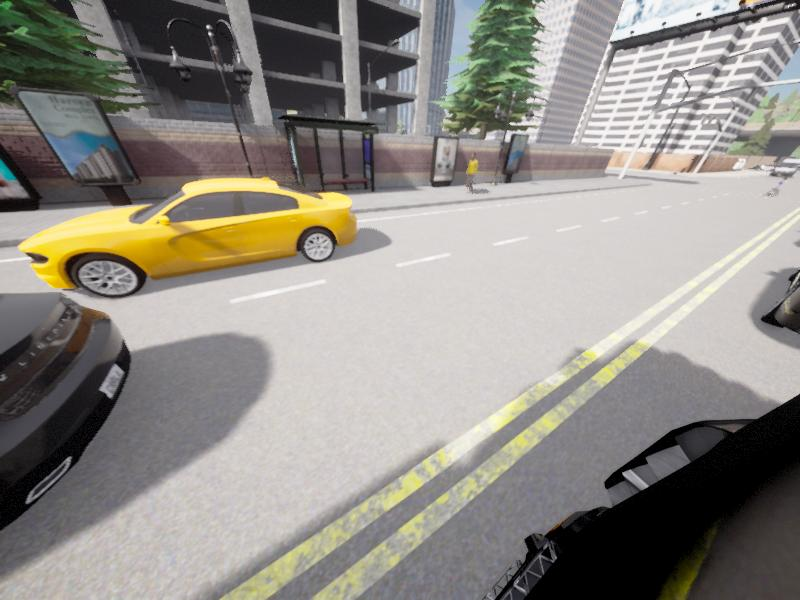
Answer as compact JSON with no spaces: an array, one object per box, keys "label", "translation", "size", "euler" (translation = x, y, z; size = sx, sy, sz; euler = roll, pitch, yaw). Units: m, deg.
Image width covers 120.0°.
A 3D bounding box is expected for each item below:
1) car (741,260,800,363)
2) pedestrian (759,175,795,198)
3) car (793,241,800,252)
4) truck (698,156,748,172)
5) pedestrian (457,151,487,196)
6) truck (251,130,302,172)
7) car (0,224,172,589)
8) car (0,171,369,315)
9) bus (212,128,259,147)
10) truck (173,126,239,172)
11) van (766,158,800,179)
[{"label":"car","translation":[7.674,-0.290,3.306],"size":[5.238,1.638,1.930],"euler":[-16,38,-26]},{"label":"pedestrian","translation":[26.539,-8.000,16.285],"size":[0.751,1.300,0.751],"euler":[-23,42,-33]},{"label":"car","translation":[14.063,-2.167,6.491],"size":[4.611,1.667,2.242],"euler":[-16,38,-26]},{"label":"truck","translation":[67.606,-28.649,48.476],"size":[2.615,2.467,5.204],"euler":[-16,38,-26]},{"label":"pedestrian","translation":[3.498,-6.250,11.407],"size":[0.751,1.860,0.751],"euler":[-14,37,-23]},{"label":"truck","translation":[-10.101,-12.162,18.826],"size":[2.615,2.467,5.204],"euler":[-16,38,-26]},{"label":"car","translation":[-4.390,1.044,0.668],"size":[4.892,1.490,1.837],"euler":[-16,38,-26]},{"label":"car","translation":[-3.342,-1.530,4.536],"size":[5.008,1.535,1.882],"euler":[-16,38,-26]},{"label":"bus","translation":[-48.226,-47.847,68.241],"size":[10.273,4.253,3.944],"euler":[-16,38,-26]},{"label":"truck","translation":[-13.828,-11.069,16.955],"size":[2.615,2.467,5.204],"euler":[-16,38,-26]},{"label":"van","translation":[61.374,-20.867,36.617],"size":[5.915,2.561,1.988],"euler":[-16,38,-26]}]
